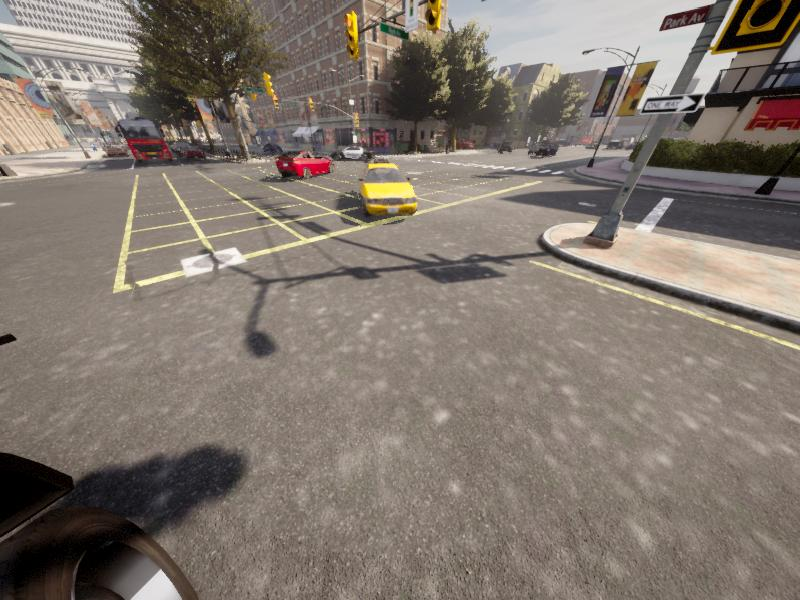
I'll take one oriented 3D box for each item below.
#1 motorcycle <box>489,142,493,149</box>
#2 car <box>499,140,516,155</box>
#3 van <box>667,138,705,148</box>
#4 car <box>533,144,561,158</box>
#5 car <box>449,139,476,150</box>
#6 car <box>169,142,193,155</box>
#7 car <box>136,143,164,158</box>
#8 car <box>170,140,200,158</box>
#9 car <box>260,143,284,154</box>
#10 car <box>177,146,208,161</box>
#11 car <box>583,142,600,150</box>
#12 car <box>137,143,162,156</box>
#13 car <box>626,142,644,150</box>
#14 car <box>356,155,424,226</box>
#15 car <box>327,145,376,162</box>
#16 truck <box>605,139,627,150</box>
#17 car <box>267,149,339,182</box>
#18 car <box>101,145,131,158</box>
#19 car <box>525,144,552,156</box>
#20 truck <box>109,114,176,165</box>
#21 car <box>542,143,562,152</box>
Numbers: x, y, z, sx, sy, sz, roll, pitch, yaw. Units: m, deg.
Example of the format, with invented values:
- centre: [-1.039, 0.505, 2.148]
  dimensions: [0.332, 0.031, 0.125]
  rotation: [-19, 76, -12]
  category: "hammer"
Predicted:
- centre: [22.553, -38.273, 57.108]
  dimensions: [0.764, 1.277, 2.356]
  rotation: [2, 34, 20]
  category: "motorcycle"
- centre: [18.316, -25.983, 39.318]
  dimensions: [1.905, 1.878, 3.866]
  rotation: [15, 38, 19]
  category: "car"
- centre: [85.353, -46.939, 69.096]
  dimensions: [6.366, 2.431, 2.351]
  rotation: [18, 39, 23]
  category: "van"
- centre: [20.654, -20.870, 32.383]
  dimensions: [3.633, 1.501, 1.845]
  rotation: [-28, 44, -34]
  category: "car"
- centre: [14.072, -35.466, 52.621]
  dimensions: [2.150, 2.045, 5.566]
  rotation: [-26, 43, -32]
  category: "car"
- centre: [-32.921, -22.724, 34.677]
  dimensions: [1.970, 1.475, 3.806]
  rotation: [-27, 44, -33]
  category: "car"
- centre: [-32.422, -19.416, 29.981]
  dimensions: [1.970, 1.475, 3.806]
  rotation: [-28, 44, -34]
  category: "car"
- centre: [-28.926, -20.319, 31.013]
  dimensions: [2.097, 1.767, 4.553]
  rotation: [-28, 44, -34]
  category: "car"
- centre: [-20.978, -24.935, 37.933]
  dimensions: [1.812, 1.442, 4.674]
  rotation: [-28, 44, -34]
  category: "car"
- centre: [-24.264, -17.156, 26.988]
  dimensions: [1.895, 1.301, 4.718]
  rotation: [-28, 44, -34]
  category: "car"
- centre: [45.894, -36.871, 55.417]
  dimensions: [3.806, 1.475, 1.970]
  rotation: [-28, 44, -34]
  category: "car"
- centre: [-36.886, -22.195, 33.990]
  dimensions: [1.994, 1.385, 4.181]
  rotation: [-28, 44, -34]
  category: "car"
- centre: [56.752, -37.221, 55.772]
  dimensions: [4.856, 1.649, 2.033]
  rotation: [-28, 44, -34]
  category: "car"
- centre: [-0.659, -4.535, 8.983]
  dimensions: [1.801, 1.575, 5.366]
  rotation: [-5, 35, -8]
  category: "car"
- centre: [-5.459, -16.931, 26.598]
  dimensions: [4.974, 1.542, 2.038]
  rotation: [4, 35, 6]
  category: "car"
- centre: [53.176, -38.262, 56.828]
  dimensions: [6.274, 2.098, 2.390]
  rotation: [-28, 44, -34]
  category: "truck"
- centre: [-6.375, -9.380, 15.871]
  dimensions: [2.007, 1.525, 4.514]
  rotation: [11, 37, 15]
  category: "car"
- centre: [-36.836, -19.373, 30.036]
  dimensions: [1.895, 1.301, 4.718]
  rotation: [-28, 44, -34]
  category: "car"
- centre: [22.784, -24.720, 37.901]
  dimensions: [4.892, 1.490, 1.837]
  rotation: [-28, 44, -34]
  category: "car"
- centre: [-27.249, -17.094, 24.681]
  dimensions: [2.891, 3.827, 8.468]
  rotation: [-28, 44, -34]
  category: "truck"
- centre: [32.307, -32.465, 49.013]
  dimensions: [4.674, 1.442, 1.812]
  rotation: [-28, 44, -34]
  category: "car"
